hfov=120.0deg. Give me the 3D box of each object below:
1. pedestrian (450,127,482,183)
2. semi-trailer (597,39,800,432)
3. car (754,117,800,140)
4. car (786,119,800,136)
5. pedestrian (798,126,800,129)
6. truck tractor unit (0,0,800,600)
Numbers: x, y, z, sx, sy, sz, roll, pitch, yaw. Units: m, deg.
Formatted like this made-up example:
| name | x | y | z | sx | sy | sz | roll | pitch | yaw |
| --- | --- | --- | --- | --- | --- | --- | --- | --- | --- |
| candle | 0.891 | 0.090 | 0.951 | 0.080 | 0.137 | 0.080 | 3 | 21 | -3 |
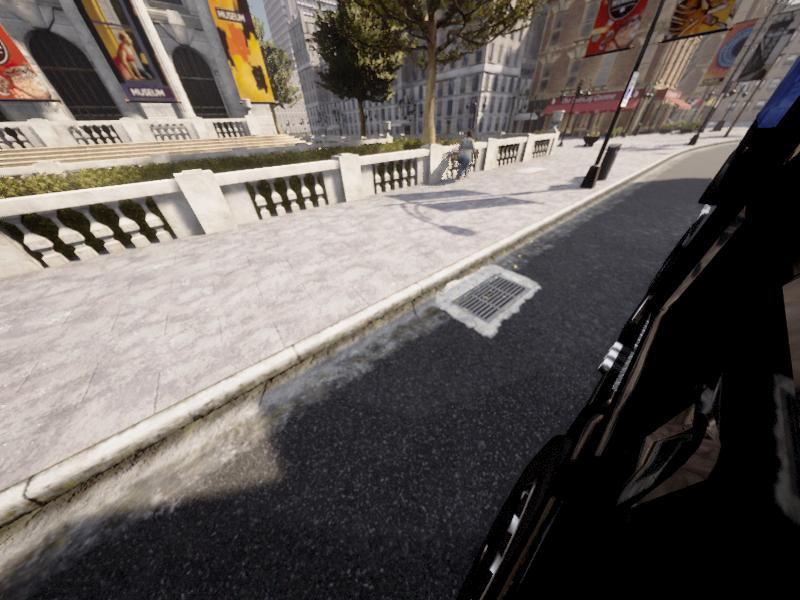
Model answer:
| name | x | y | z | sx | sy | sz | roll | pitch | yaw |
| --- | --- | --- | --- | --- | --- | --- | --- | --- | --- |
| pedestrian | 2.706 | -5.985 | 9.596 | 0.751 | 1.860 | 0.751 | -28 | 44 | -30 |
| semi-trailer | 8.708 | -3.606 | 4.206 | 14.254 | 4.402 | 2.717 | -28 | 44 | -30 |
| car | 34.285 | -14.981 | 20.154 | 4.674 | 1.452 | 2.002 | -14 | 38 | -15 |
| car | 39.745 | -16.134 | 21.459 | 4.718 | 1.301 | 1.895 | -8 | 37 | -7 |
| pedestrian | 45.991 | -20.148 | 25.642 | 0.751 | 1.860 | 0.751 | -3 | 37 | 0 |
| truck tractor unit | 2.645 | -0.295 | 0.351 | 6.516 | 4.208 | 3.053 | -28 | 44 | -30 |
